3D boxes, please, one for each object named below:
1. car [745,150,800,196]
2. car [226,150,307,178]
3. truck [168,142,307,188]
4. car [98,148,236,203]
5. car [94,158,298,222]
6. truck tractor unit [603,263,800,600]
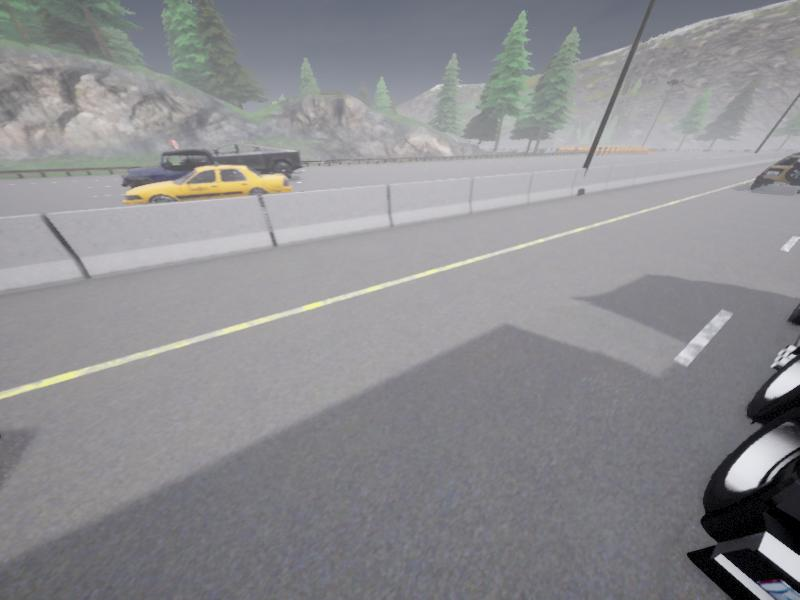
[{"bbox_3d":[22.283,-7.242,12.976,4.605,1.855,1.932,-18,39,-24],"label":"car"},{"bbox_3d":[-10.019,-10.419,17.579,4.902,1.511,2.128,-18,39,-25],"label":"car"},{"bbox_3d":[-9.530,-8.512,14.325,6.274,2.098,2.390,-18,39,-25],"label":"truck"},{"bbox_3d":[-10.220,-5.894,10.737,3.866,1.878,1.905,-18,39,-25],"label":"car"},{"bbox_3d":[-7.129,-4.467,8.980,5.366,1.575,1.801,-18,39,-24],"label":"car"},{"bbox_3d":[5.108,-0.303,0.792,6.516,4.208,3.053,-18,39,-24],"label":"truck tractor unit"}]
